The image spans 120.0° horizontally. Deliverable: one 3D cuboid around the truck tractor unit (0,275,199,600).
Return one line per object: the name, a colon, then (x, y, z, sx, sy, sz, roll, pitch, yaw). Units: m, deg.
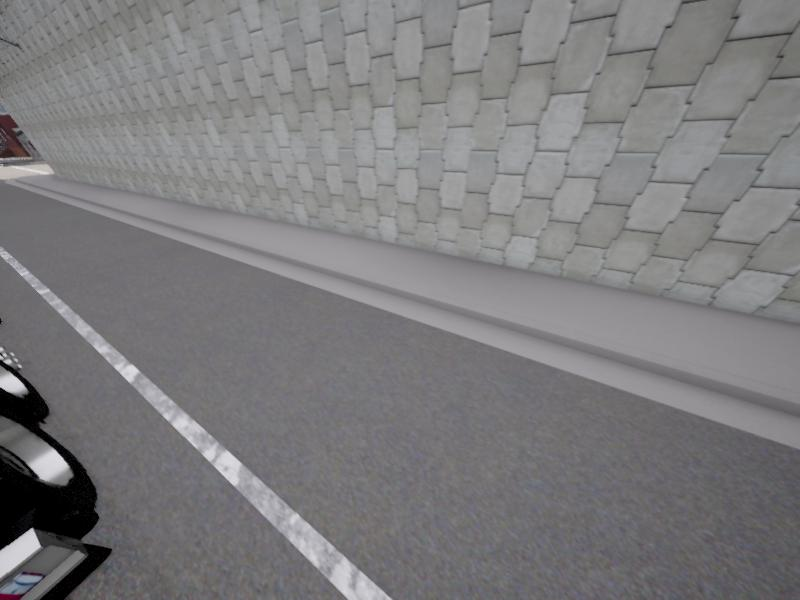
truck tractor unit: (-5.132, -0.278, 0.754, 6.516, 4.208, 3.053, 17, 39, 23)
